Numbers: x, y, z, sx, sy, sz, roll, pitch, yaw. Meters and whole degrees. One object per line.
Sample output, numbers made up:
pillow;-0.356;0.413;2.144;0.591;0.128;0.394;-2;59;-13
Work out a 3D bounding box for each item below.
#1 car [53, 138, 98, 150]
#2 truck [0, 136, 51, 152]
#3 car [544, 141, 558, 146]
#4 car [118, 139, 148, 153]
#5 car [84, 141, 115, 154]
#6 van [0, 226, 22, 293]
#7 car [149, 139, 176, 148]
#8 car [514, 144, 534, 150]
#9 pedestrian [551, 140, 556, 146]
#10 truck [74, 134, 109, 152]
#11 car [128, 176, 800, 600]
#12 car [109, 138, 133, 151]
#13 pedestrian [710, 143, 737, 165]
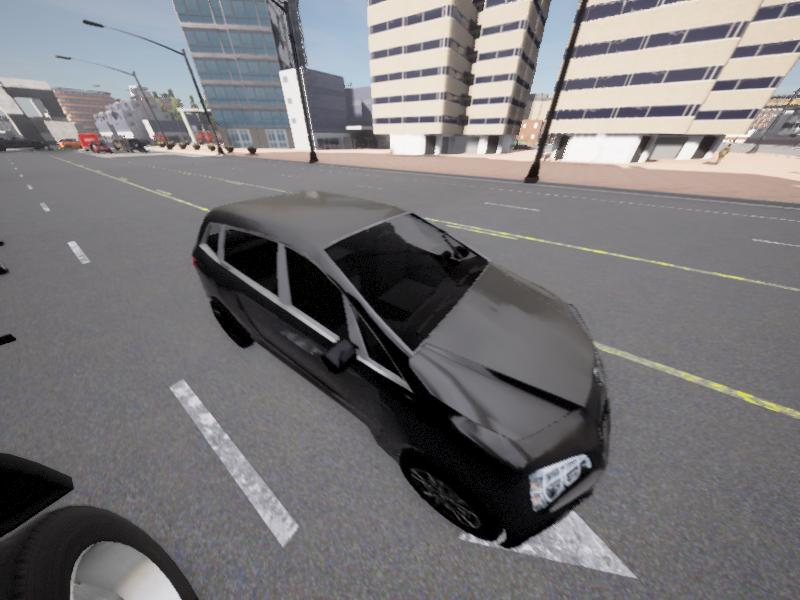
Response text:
car;-64.864;-31.310;46.312;2.097;1.767;4.553;13;37;17
truck;-65.997;-26.834;39.704;2.390;2.098;6.274;27;43;32
car;53.095;-55.169;81.392;3.806;1.475;1.970;20;40;27
car;-42.487;-24.575;36.803;3.866;1.878;1.905;23;41;28
car;-46.388;-23.558;35.643;3.988;1.617;1.851;23;41;28
van;-9.211;-1.362;4.060;4.442;1.987;1.775;22;41;28
car;-60.986;-40.302;59.434;2.152;1.651;5.027;-4;35;-6
car;33.858;-41.792;63.123;4.193;1.474;1.816;20;40;27
pedestrian;52.769;-54.090;79.472;0.751;1.860;0.751;9;36;12
truck;-53.594;-27.299;40.124;5.204;2.467;2.627;28;44;32
car;-0.338;-0.121;2.615;4.611;1.667;2.242;22;41;27
car;-50.752;-28.286;42.031;4.605;1.855;1.932;27;43;33
pedestrian;32.070;-14.473;22.906;0.751;1.860;0.751;-25;42;-31
